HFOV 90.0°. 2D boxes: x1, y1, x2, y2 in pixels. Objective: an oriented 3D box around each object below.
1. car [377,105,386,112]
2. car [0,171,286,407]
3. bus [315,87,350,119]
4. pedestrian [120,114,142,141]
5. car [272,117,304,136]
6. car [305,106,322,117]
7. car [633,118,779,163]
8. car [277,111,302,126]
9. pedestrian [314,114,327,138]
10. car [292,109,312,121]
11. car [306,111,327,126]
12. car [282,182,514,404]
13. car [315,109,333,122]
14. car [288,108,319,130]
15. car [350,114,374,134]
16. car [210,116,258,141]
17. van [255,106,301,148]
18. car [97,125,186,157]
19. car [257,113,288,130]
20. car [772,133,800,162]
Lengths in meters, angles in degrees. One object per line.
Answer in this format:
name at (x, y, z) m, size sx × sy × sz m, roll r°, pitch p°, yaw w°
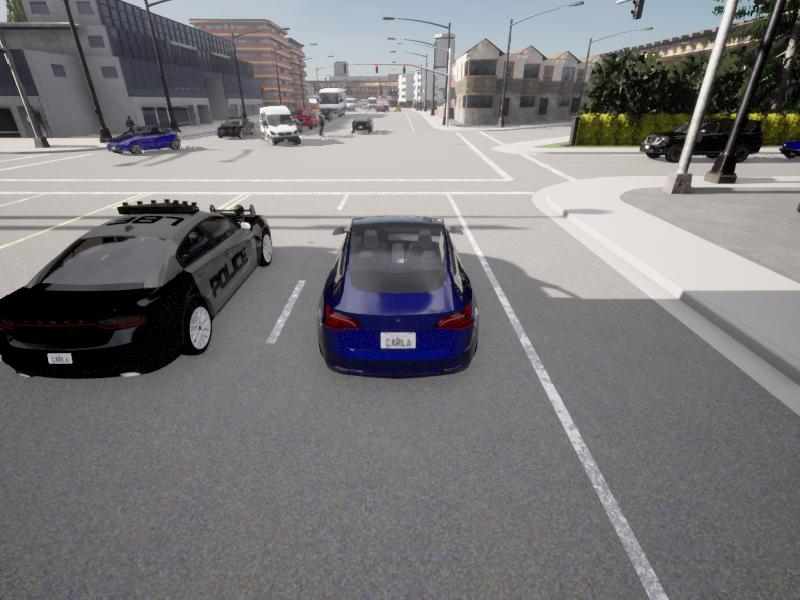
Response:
car at (-4.086, -42.713, 89.274) m, size 1.994 × 1.385 × 4.181 m, roll 0°, pitch 26°, yaw 0°
car at (-3.524, -0.752, 6.335) m, size 1.930 × 1.638 × 5.238 m, roll 0°, pitch 27°, yaw 0°
bus at (-10.814, -32.432, 65.657) m, size 3.944 × 4.253 × 10.273 m, roll 0°, pitch 29°, yaw 0°
pedestrian at (-20.426, -13.135, 30.414) m, size 0.751 × 1.860 × 0.751 m, roll -6°, pitch 27°, yaw -12°
car at (-10.729, -16.843, 38.659) m, size 1.812 × 1.442 × 4.674 m, roll 0°, pitch 27°, yaw 0°
car at (-14.439, -31.590, 66.976) m, size 1.882 × 1.535 × 5.008 m, roll 0°, pitch 28°, yaw 0°
car at (15.943, -8.467, 21.181) m, size 5.566 × 2.045 × 2.150 m, roll 0°, pitch 26°, yaw 0°
car at (-14.338, -23.704, 52.089) m, size 1.837 × 1.490 × 4.892 m, roll 0°, pitch 28°, yaw 0°
pedestrian at (-6.884, -15.113, 34.712) m, size 0.751 × 1.860 × 0.751 m, roll -16°, pitch 31°, yaw -29°
car at (-14.386, -27.297, 59.073) m, size 1.994 × 1.385 × 4.181 m, roll 0°, pitch 28°, yaw 0°
car at (-10.837, -23.682, 52.103) m, size 1.812 × 1.442 × 4.674 m, roll 0°, pitch 27°, yaw 0°
car at (-0.032, -0.603, 6.211) m, size 2.163 × 1.488 × 4.792 m, roll 0°, pitch 27°, yaw 0°
car at (-10.873, -26.561, 57.569) m, size 1.816 × 1.474 × 4.193 m, roll 0°, pitch 28°, yaw 0°
car at (-10.791, -20.546, 45.353) m, size 2.150 × 2.045 × 5.566 m, roll 0°, pitch 27°, yaw 0°
car at (-3.818, -18.171, 41.210) m, size 1.882 × 1.535 × 5.008 m, roll 0°, pitch 27°, yaw 0°
car at (-14.229, -14.967, 34.708) m, size 1.930 × 1.638 × 5.238 m, roll 0°, pitch 27°, yaw 0°
van at (-9.166, -13.033, 29.839) m, size 1.988 × 2.561 × 5.915 m, roll -13°, pitch 29°, yaw -21°
car at (-15.831, -9.932, 24.794) m, size 1.816 × 1.474 × 4.193 m, roll 10°, pitch 28°, yaw 19°
car at (-14.296, -20.140, 45.127) m, size 1.882 × 1.535 × 5.008 m, roll 0°, pitch 26°, yaw 0°
car at (23.276, -8.124, 21.335) m, size 4.718 × 1.301 × 1.895 m, roll 0°, pitch 26°, yaw 0°
